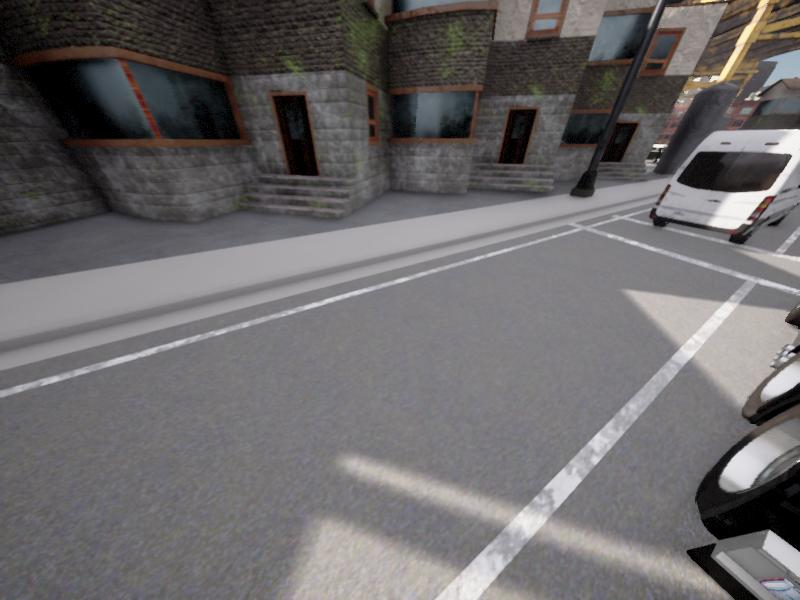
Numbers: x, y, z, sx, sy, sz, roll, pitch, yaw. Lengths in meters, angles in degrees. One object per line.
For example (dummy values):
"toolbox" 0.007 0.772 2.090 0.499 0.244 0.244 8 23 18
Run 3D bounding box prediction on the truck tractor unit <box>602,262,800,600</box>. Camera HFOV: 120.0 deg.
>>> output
"truck tractor unit" 5.121 -0.290 0.788 6.516 4.208 3.053 -18 40 -24

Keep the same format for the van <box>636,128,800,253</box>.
"van" 10.559 -3.531 7.019 5.915 2.561 1.988 -16 38 -23
